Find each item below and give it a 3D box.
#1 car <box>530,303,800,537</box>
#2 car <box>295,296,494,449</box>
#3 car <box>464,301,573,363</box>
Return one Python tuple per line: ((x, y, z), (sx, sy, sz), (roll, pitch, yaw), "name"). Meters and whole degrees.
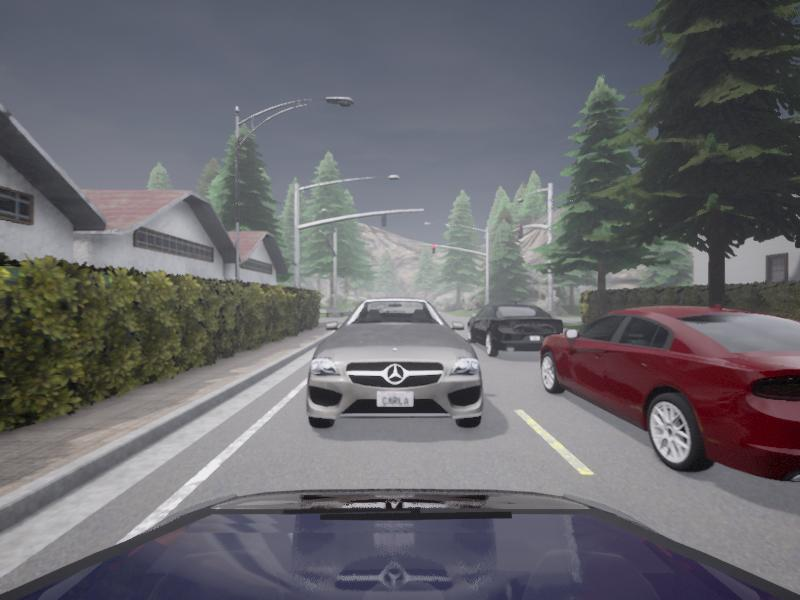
((3.450, 0.819, 5.191), (1.882, 1.535, 5.008), (0, 0, 0), "car")
((-0.082, 0.775, 6.831), (2.152, 1.651, 5.027), (0, 0, -1), "car")
((3.390, 0.814, 12.573), (1.882, 1.535, 5.008), (0, 0, 0), "car")
